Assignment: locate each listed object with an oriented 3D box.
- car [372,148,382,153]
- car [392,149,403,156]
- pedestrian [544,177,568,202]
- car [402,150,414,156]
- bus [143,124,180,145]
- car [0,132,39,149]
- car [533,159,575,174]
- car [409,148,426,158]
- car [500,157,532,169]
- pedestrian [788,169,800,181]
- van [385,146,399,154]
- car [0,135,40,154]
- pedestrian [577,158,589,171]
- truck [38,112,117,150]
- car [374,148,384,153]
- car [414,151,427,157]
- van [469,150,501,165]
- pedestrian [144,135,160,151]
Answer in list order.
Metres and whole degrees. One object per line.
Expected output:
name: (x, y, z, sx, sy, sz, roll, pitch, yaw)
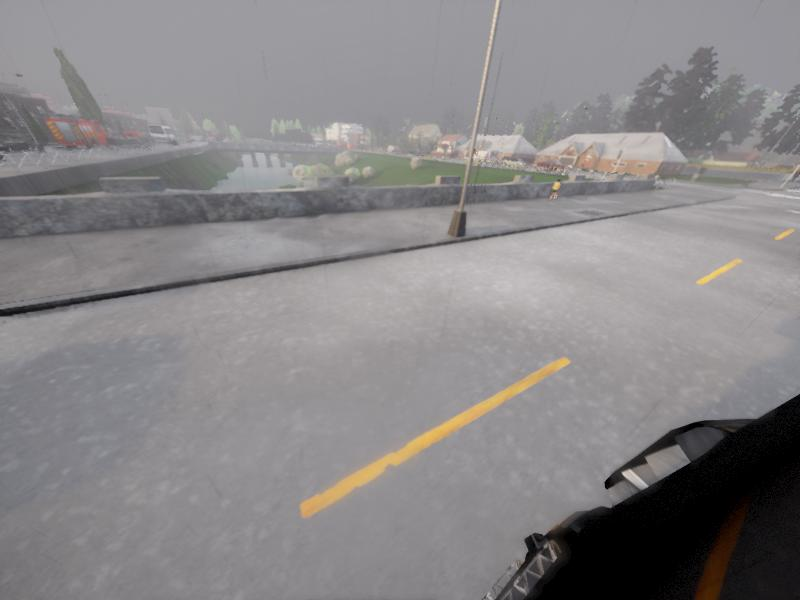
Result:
car: (-8.538, -55.322, 85.416, 2.038, 1.542, 4.974, -14, 37, -24)
car: (-0.731, -46.918, 73.400, 1.851, 1.617, 3.988, -14, 37, -24)
pedestrian: (8.292, -5.884, 12.295, 0.500, 1.100, 0.500, -15, 37, -25)
car: (2.627, -47.949, 75.351, 1.994, 1.385, 4.181, -14, 37, -24)
bus: (-66.957, -46.678, 65.274, 3.944, 4.253, 10.273, -14, 37, -24)
car: (-46.512, -19.044, 27.571, 1.851, 1.617, 3.988, -14, 37, -24)
car: (23.728, -20.719, 35.774, 1.882, 1.535, 5.008, -14, 37, -24)
car: (4.788, -41.227, 64.775, 2.150, 2.045, 5.566, -14, 37, -24)
car: (20.389, -24.260, 40.866, 2.007, 1.525, 4.514, -14, 37, -24)
pedestrian: (73.798, -23.170, 42.950, 0.751, 1.860, 0.751, -18, 39, -29)
van: (-2.856, -54.294, 83.550, 2.351, 2.431, 6.366, -14, 37, -24)
car: (-38.657, -15.264, 22.609, 1.816, 1.474, 4.193, -15, 37, -25)
pedestrian: (31.527, -23.361, 39.861, 0.751, 1.860, 0.751, -15, 37, -25)
truck: (-46.218, -24.399, 33.674, 2.891, 3.827, 8.468, -14, 37, -24)
car: (-8.399, -59.842, 92.303, 1.882, 1.535, 5.008, -14, 37, -24)
car: (6.216, -44.133, 69.798, 1.816, 1.474, 4.193, -14, 37, -24)
van: (18.428, -31.456, 50.761, 2.351, 2.431, 6.366, -14, 37, -24)
pedestrian: (-37.118, -23.494, 34.583, 0.751, 1.860, 0.751, -3, 34, -9)
